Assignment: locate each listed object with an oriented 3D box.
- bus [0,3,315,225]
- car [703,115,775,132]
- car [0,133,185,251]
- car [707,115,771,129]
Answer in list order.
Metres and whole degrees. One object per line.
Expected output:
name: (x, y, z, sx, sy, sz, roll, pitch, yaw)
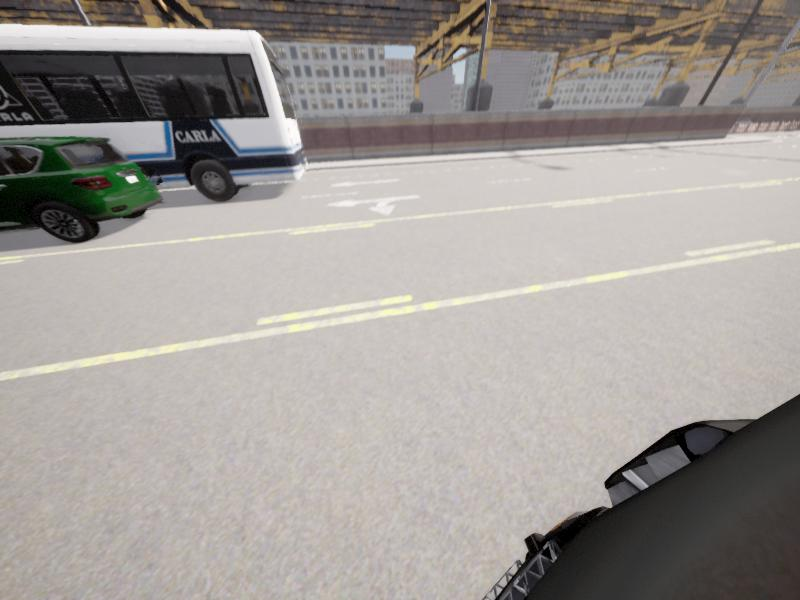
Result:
bus: (-8.758, -5.616, 7.607, 10.273, 4.253, 3.944, -9, 38, -9)
car: (44.875, -23.473, 30.740, 4.974, 1.542, 2.038, 9, 39, 14)
car: (-9.320, -2.542, 5.432, 5.566, 2.045, 2.150, -9, 38, -9)
car: (44.821, -23.606, 30.656, 4.536, 1.218, 1.853, 9, 39, 14)
